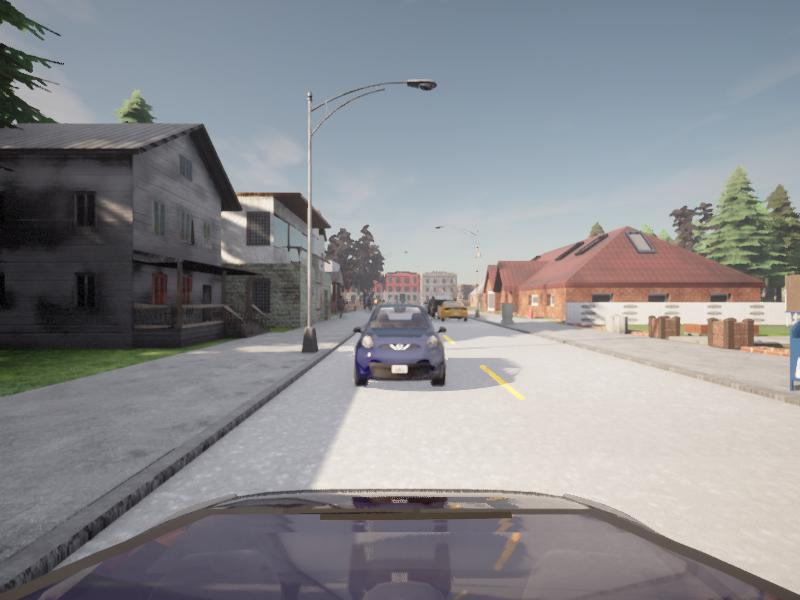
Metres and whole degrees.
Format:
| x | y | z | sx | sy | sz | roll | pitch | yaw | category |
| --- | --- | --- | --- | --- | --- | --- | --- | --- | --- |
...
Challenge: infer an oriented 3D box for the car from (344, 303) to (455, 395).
| x | y | z | sx | sy | sz | roll | pitch | yaw | category |
| --- | --- | --- | --- | --- | --- | --- | --- | --- | --- |
| -0.005 | 0.828 | 8.470 | 1.845 | 1.501 | 3.633 | 0 | 0 | 0 | car |

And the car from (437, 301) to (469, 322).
| x | y | z | sx | sy | sz | roll | pitch | yaw | category |
| --- | --- | --- | --- | --- | --- | --- | --- | --- | --- |
| 3.994 | 0.824 | 30.931 | 1.882 | 1.535 | 5.008 | 0 | 0 | 0 | car |

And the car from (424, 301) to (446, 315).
| x | y | z | sx | sy | sz | roll | pitch | yaw | category |
| --- | --- | --- | --- | --- | --- | --- | --- | --- | --- |
| 3.980 | 0.838 | 46.133 | 2.128 | 1.511 | 4.902 | 0 | 0 | 0 | car |

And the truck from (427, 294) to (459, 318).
| x | y | z | sx | sy | sz | roll | pitch | yaw | category |
| --- | --- | --- | --- | --- | --- | --- | --- | --- | --- |
| 3.990 | 0.544 | 38.397 | 2.390 | 2.098 | 6.274 | 0 | 0 | 0 | truck |

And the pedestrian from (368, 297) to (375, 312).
| x | y | z | sx | sy | sz | roll | pitch | yaw | category |
| --- | --- | --- | --- | --- | --- | --- | --- | --- | --- |
| -3.676 | 0.535 | 51.123 | 0.751 | 1.860 | 0.751 | 0 | 0 | 11 | pedestrian |

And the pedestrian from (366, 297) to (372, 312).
| x | y | z | sx | sy | sz | roll | pitch | yaw | category |
| --- | --- | --- | --- | --- | --- | --- | --- | --- | --- |
| -3.918 | 0.535 | 50.549 | 0.751 | 1.860 | 0.751 | 0 | 0 | -2 | pedestrian |

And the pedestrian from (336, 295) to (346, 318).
| x | y | z | sx | sy | sz | roll | pitch | yaw | category |
| --- | --- | --- | --- | --- | --- | --- | --- | --- | --- |
| -4.844 | 0.534 | 32.993 | 0.751 | 1.860 | 0.751 | 0 | 0 | -6 | pedestrian |
